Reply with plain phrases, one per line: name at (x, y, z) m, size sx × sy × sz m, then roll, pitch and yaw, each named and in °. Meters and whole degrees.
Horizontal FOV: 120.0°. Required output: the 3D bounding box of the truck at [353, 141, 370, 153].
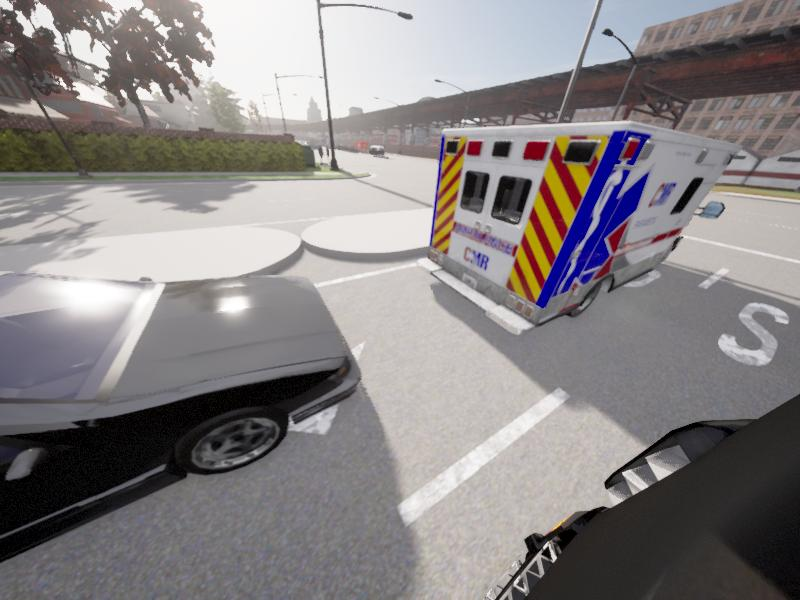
truck at (-10.606, -41.817, 63.111) m, size 2.627 × 2.467 × 5.204 m, roll -16°, pitch 39°, yaw -26°

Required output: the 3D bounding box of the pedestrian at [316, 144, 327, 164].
pedestrian at (-8.866, -16.387, 25.987) m, size 0.751 × 1.860 × 0.751 m, roll -16°, pitch 38°, yaw -26°

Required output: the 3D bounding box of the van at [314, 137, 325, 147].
van at (-28.868, -56.843, 83.007) m, size 1.988 × 2.561 × 5.915 m, roll -16°, pitch 39°, yaw -26°

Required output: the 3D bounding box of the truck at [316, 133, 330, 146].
truck at (-30.187, -62.768, 90.354) m, size 2.891 × 3.827 × 8.468 m, roll -16°, pitch 39°, yaw -26°

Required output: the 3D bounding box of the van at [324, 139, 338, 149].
van at (-21.695, -49.323, 72.940) m, size 2.351 × 2.431 × 6.366 m, roll -16°, pitch 39°, yaw -26°

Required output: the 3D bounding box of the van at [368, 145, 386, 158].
van at (-5.036, -32.075, 49.862) m, size 2.069 × 2.038 × 4.480 m, roll -17°, pitch 40°, yaw -27°

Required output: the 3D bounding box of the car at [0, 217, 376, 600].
car at (-3.023, 0.714, 1.388) m, size 5.357 × 1.411 × 2.033 m, roll -16°, pitch 38°, yaw -26°

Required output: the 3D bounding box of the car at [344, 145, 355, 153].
car at (-13.453, -40.375, 61.547) m, size 1.789 × 1.549 × 3.705 m, roll -16°, pitch 39°, yaw -26°

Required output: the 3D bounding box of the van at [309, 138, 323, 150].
van at (-22.853, -42.576, 62.935) m, size 1.988 × 2.561 × 5.915 m, roll -16°, pitch 39°, yaw -26°

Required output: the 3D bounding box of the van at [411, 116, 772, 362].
van at (3.614, -1.593, 4.456) m, size 6.366 × 2.431 × 2.351 m, roll -16°, pitch 38°, yaw -26°
